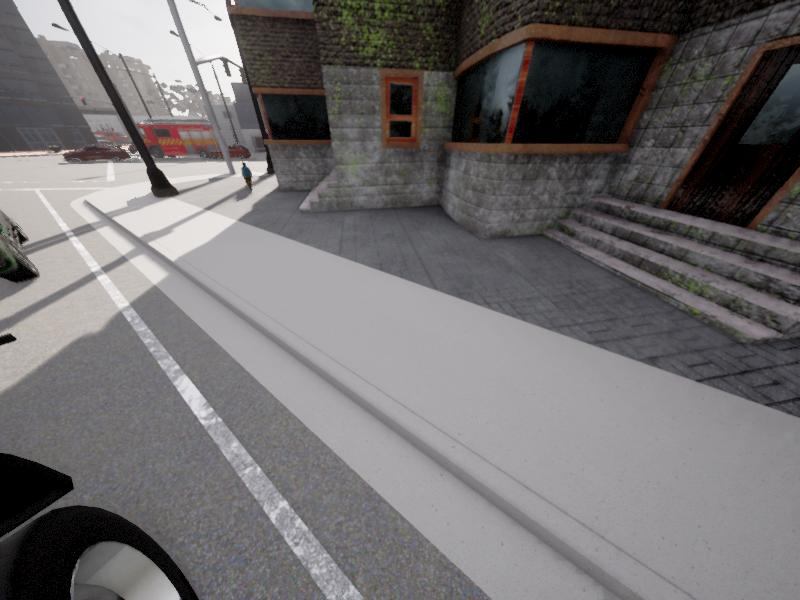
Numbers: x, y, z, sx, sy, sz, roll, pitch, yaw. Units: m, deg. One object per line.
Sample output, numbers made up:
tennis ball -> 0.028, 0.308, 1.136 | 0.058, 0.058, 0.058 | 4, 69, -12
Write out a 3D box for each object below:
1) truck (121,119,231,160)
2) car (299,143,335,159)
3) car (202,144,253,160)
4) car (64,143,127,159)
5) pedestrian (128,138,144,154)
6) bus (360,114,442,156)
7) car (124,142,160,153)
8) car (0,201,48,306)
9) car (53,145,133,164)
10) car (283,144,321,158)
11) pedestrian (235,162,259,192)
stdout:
truck -> -26.674, -19.575, 28.220 | 8.468, 3.827, 2.891 | -6, 36, -8
car -> -10.063, -18.274, 28.295 | 3.806, 1.475, 1.970 | -6, 36, -8
car -> -19.949, -17.241, 26.927 | 4.193, 1.474, 1.816 | -6, 36, -8
car -> -37.380, -18.380, 28.484 | 4.974, 1.542, 2.038 | 5, 35, 7
pedestrian -> -37.946, -22.148, 33.249 | 0.751, 1.860, 0.751 | 29, 44, 34
bus -> -0.014, -22.544, 31.611 | 10.273, 4.253, 3.944 | -7, 36, -7
car -> -44.247, -26.295, 39.831 | 1.994, 1.385, 4.181 | -5, 36, -8
car -> -9.108, -1.394, 4.070 | 5.566, 2.045, 2.150 | 22, 41, 28
car -> -31.414, -15.107, 23.943 | 4.674, 1.442, 1.812 | -25, 42, -31
car -> -13.003, -19.957, 30.833 | 4.181, 1.385, 1.994 | -6, 36, -8
pedestrian -> -6.852, -5.529, 10.372 | 0.500, 1.100, 0.500 | -23, 41, -29
